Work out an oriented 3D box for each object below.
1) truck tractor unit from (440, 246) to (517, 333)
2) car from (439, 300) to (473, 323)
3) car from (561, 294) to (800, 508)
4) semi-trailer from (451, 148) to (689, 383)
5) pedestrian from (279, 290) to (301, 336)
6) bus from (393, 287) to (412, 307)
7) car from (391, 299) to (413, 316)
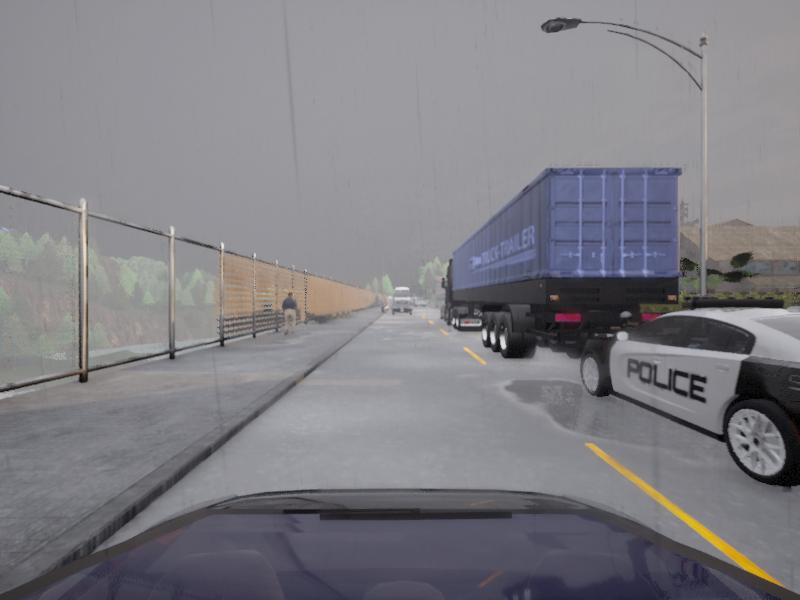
[{"bbox_3d":[4.118,-0.533,22.532,3.053,4.208,6.516,0,0,0],"label":"truck tractor unit"},{"bbox_3d":[4.159,0.798,30.316,1.882,1.535,5.008,0,0,0],"label":"car"},{"bbox_3d":[4.029,0.780,5.017,1.930,1.638,5.238,0,0,0],"label":"car"},{"bbox_3d":[4.082,-0.631,14.619,2.717,4.402,14.254,0,0,0],"label":"semi-trailer"},{"bbox_3d":[-4.586,0.519,16.699,0.751,1.860,0.751,0,0,-2],"label":"pedestrian"},{"bbox_3d":[0.576,-0.605,88.244,3.944,4.253,10.273,0,0,0],"label":"bus"},{"bbox_3d":[0.219,0.746,41.851,2.152,1.651,5.027,0,0,0],"label":"car"}]
